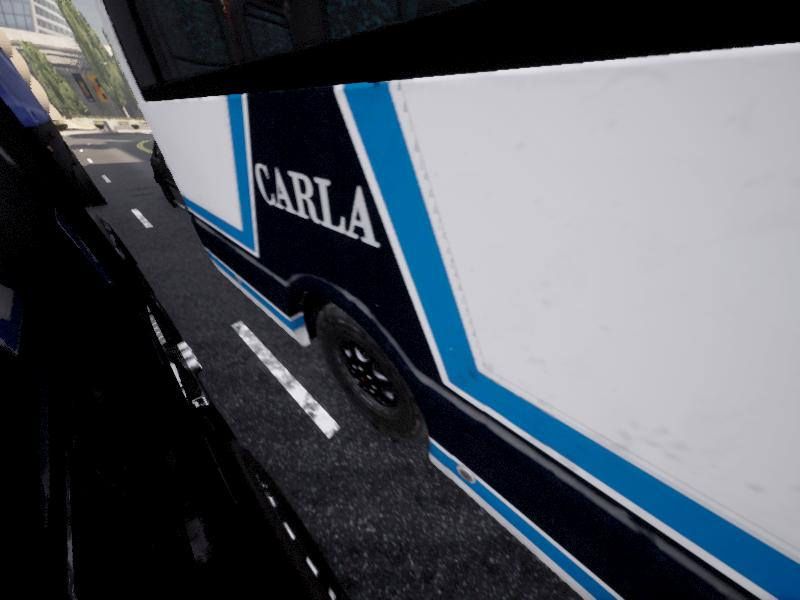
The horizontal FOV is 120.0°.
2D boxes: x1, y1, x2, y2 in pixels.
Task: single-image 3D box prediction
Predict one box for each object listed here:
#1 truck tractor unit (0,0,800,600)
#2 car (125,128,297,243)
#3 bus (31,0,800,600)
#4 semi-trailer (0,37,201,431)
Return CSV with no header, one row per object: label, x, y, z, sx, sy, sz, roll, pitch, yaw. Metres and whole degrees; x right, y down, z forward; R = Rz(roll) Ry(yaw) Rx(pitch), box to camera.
truck tractor unit,-2.645,-0.295,0.352,6.516,4.208,3.053,28,44,30
car,-5.169,-3.403,6.342,4.605,1.855,1.932,29,44,29
bus,2.464,-0.417,0.794,10.273,4.253,3.944,28,44,30
semi-trailer,-8.672,-3.602,4.281,14.254,4.402,2.717,28,44,30
